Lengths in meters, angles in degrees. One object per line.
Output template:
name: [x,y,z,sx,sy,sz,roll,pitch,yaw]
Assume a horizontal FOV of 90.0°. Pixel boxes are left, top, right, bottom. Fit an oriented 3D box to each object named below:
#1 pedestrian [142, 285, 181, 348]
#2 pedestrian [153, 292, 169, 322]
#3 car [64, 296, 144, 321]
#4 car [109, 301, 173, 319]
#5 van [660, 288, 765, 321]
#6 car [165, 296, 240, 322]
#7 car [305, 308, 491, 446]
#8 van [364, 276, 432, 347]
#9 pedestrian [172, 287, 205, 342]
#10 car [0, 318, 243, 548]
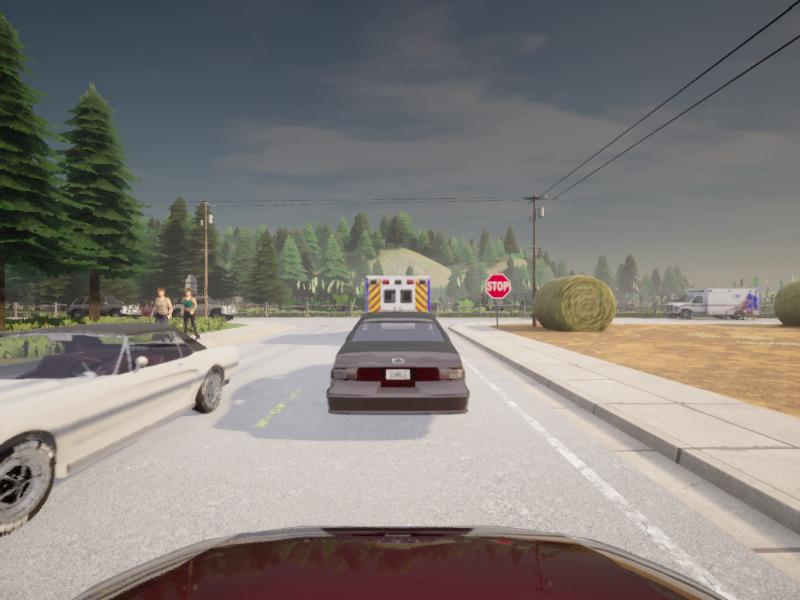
pedestrian: [-7.292,0.485,12.266,0.751,1.860,0.751,0,0,-1]
pedestrian: [-15.468,0.450,25.917,0.751,1.860,0.751,0,0,-20]
car: [-22.023,0.617,29.864,4.605,1.855,1.932,0,0,2]
car: [-21.536,0.819,33.358,4.193,1.474,1.816,0,0,2]
van: [24.367,0.343,31.418,6.366,2.431,2.351,0,0,2]
car: [-14.486,0.617,29.511,4.605,1.855,1.932,0,0,5]
car: [-0.035,0.895,7.062,2.033,1.411,5.357,0,0,0]
van: [-0.088,0.378,16.887,2.351,2.431,6.366,0,0,0]
pedestrian: [-7.372,0.485,13.979,0.751,1.860,0.751,0,0,-1]
car: [-3.533,0.944,4.288,1.895,1.301,4.718,0,0,0]
